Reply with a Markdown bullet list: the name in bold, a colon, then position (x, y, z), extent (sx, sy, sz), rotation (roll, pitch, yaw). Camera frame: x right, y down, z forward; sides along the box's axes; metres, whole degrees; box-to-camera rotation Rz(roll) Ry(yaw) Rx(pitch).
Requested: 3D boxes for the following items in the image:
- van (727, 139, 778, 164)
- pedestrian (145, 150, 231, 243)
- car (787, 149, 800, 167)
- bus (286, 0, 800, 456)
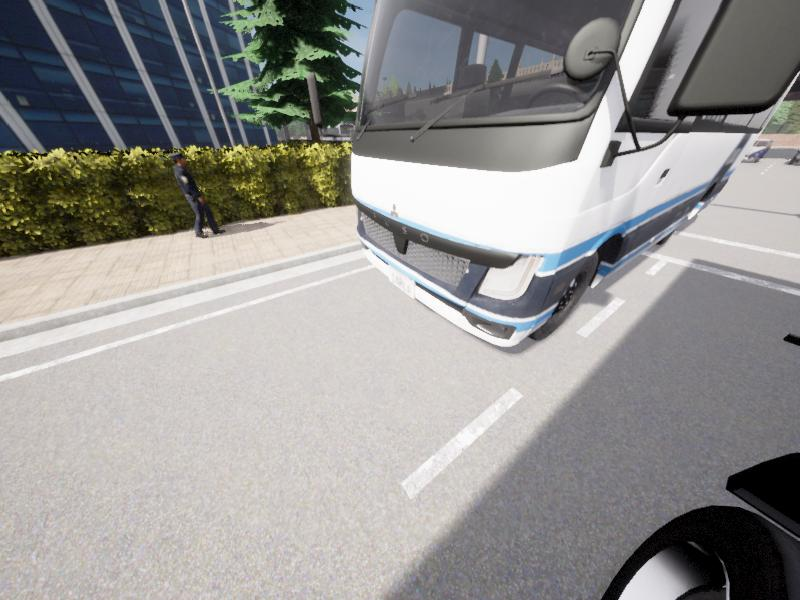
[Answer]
- **van**: position (35.044, -14.827, 22.970), extent (4.442, 1.987, 1.775), rotation (-22, 41, -28)
- **pedestrian**: position (-4.870, -2.436, 5.480), extent (0.751, 1.860, 0.751), rotation (-21, 40, -26)
- **car**: position (36.644, -12.776, 20.519), extent (4.674, 1.442, 1.812), rotation (-22, 41, -28)
- **bus**: position (4.056, -3.029, 4.487), extent (10.273, 4.253, 3.944), rotation (-22, 41, -28)
